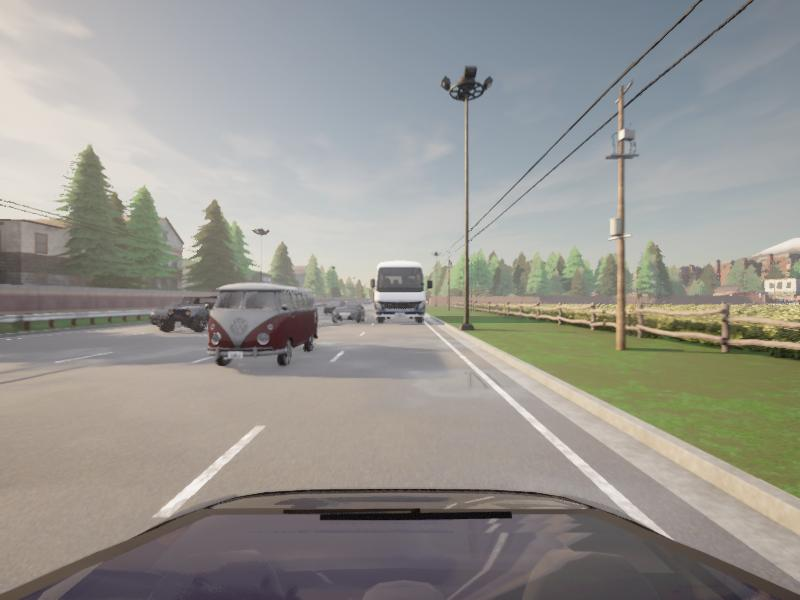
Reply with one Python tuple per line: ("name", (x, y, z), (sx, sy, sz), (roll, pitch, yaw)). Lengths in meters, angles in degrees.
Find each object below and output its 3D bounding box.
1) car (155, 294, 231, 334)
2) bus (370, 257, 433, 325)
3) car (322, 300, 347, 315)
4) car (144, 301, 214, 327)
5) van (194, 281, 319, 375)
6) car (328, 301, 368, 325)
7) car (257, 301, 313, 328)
("car", (-10.504, 0.642, 20.655), (1.905, 1.878, 3.866), (0, 0, 0))
("bus", (0.117, -0.540, 30.130), (3.944, 4.253, 10.273), (0, 0, 0))
("car", (-7.004, 0.814, 43.439), (1.882, 1.535, 5.008), (0, 0, 0))
("car", (-14.002, 0.823, 25.732), (2.007, 1.525, 4.514), (0, 0, 0))
("van", (-3.501, 0.596, 10.727), (1.775, 1.987, 4.442), (0, 0, 0))
("car", (-3.502, 0.832, 27.832), (2.128, 1.511, 4.902), (0, 0, 0))
("car", (-7.002, 0.824, 24.983), (2.038, 1.542, 4.974), (0, 0, 0))
